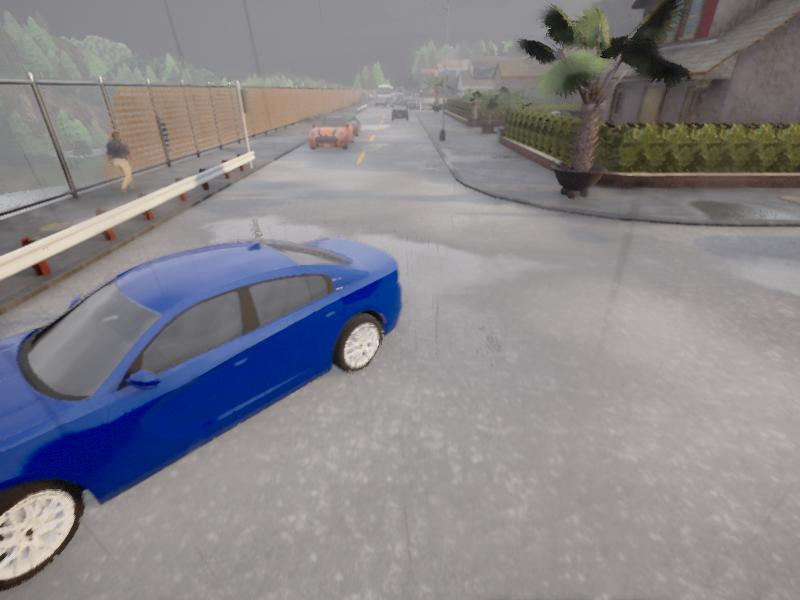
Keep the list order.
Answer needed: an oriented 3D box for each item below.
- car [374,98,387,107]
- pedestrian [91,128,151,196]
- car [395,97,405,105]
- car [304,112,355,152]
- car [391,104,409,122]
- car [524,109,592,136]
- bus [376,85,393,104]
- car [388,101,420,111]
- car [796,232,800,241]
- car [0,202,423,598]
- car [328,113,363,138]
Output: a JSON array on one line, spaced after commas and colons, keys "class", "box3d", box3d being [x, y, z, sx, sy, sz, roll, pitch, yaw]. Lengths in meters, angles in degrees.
[{"class": "car", "box3d": [-3.959, -40.413, 81.797, 2.152, 1.651, 5.027, 1, 28, 1]}, {"class": "pedestrian", "box3d": [-8.415, -4.197, 12.150, 0.751, 1.860, 0.751, 0, 28, 1]}, {"class": "car", "box3d": [0.031, -47.411, 95.240, 2.242, 1.667, 4.611, 0, 28, 0]}, {"class": "car", "box3d": [-3.963, -9.937, 23.450, 2.097, 1.767, 4.553, 0, 28, 0]}, {"class": "car", "box3d": [0.010, -20.810, 44.478, 1.882, 1.535, 5.008, 0, 28, 0]}, {"class": "car", "box3d": [10.565, -11.957, 26.923, 3.633, 1.501, 1.845, -1, 28, -2]}, {"class": "bus", "box3d": [-3.843, -53.566, 104.056, 3.944, 4.253, 10.273, 0, 28, 0]}, {"class": "car", "box3d": [0.687, -33.139, 68.159, 5.357, 1.411, 2.033, 20, 34, 34]}, {"class": "car", "box3d": [11.178, -1.655, 7.643, 4.553, 1.767, 2.097, 0, 28, 0]}, {"class": "car", "box3d": [-2.092, 0.365, 4.067, 1.882, 1.535, 5.008, 22, 35, 37]}, {"class": "car", "box3d": [-3.998, -13.153, 30.047, 1.994, 1.385, 4.181, 0, 28, 0]}]
